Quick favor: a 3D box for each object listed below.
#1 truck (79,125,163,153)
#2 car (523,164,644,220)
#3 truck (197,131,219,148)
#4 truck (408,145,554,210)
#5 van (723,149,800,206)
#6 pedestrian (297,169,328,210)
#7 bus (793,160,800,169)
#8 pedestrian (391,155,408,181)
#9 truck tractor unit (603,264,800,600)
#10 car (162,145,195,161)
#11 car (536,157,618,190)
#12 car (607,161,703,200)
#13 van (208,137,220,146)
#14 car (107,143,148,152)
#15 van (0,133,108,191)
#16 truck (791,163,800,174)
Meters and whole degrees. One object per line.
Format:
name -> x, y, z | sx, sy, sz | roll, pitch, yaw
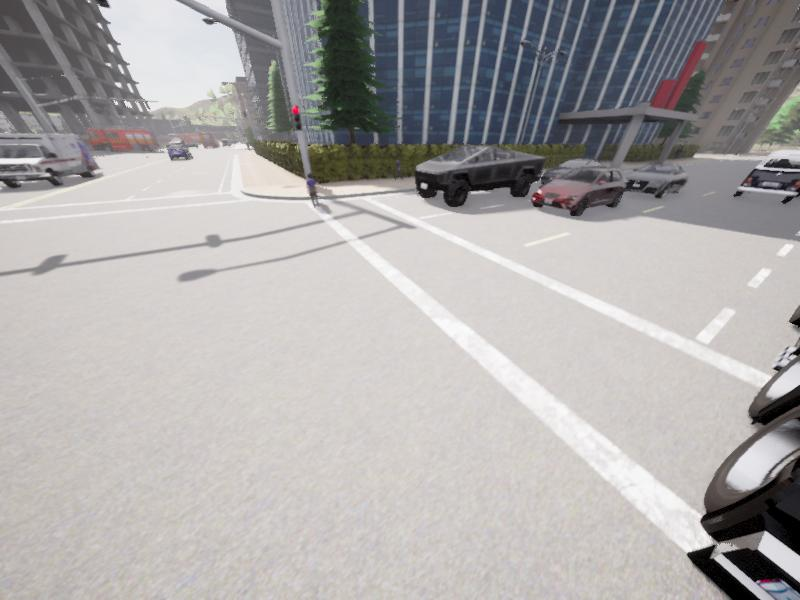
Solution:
truck -> -49.244, -28.699, 41.359 | 8.468, 3.827, 2.891 | -18, 39, -25
car -> 7.313, -4.480, 9.271 | 4.193, 1.474, 1.816 | -18, 39, -25
truck -> -53.139, -44.535, 64.125 | 2.891, 3.827, 8.468 | -18, 39, -25
truck -> 3.698, -5.874, 10.681 | 6.274, 2.098, 2.390 | -18, 39, -25
van -> 18.826, -6.119, 11.308 | 4.480, 2.038, 2.069 | -18, 39, -24
pedestrian -> -3.387, -4.292, 8.986 | 0.751, 1.300, 0.751 | -17, 39, -24
bus -> 50.285, -17.236, 25.869 | 10.273, 4.253, 3.944 | -18, 39, -24
pedestrian -> -0.050, -8.176, 14.330 | 0.751, 1.300, 0.751 | -19, 39, -25
truck tractor unit -> 5.110, -0.299, 0.794 | 6.516, 4.208, 3.053 | -18, 38, -24
car -> -28.249, -18.942, 29.634 | 2.007, 1.525, 4.514 | -17, 38, -23
car -> 10.965, -7.947, 14.350 | 4.674, 1.442, 1.812 | -18, 39, -25
car -> 13.520, -6.442, 12.285 | 4.181, 1.385, 1.994 | -19, 39, -25
van -> -62.633, -53.345, 77.905 | 2.351, 2.431, 6.366 | -18, 39, -25
car -> -51.844, -29.121, 44.143 | 4.718, 1.301, 1.895 | -18, 39, -25
van -> -21.322, -8.489, 13.882 | 2.351, 2.431, 6.366 | -18, 39, -25
truck -> 39.999, -13.116, 21.332 | 5.204, 2.467, 2.627 | -18, 39, -25
